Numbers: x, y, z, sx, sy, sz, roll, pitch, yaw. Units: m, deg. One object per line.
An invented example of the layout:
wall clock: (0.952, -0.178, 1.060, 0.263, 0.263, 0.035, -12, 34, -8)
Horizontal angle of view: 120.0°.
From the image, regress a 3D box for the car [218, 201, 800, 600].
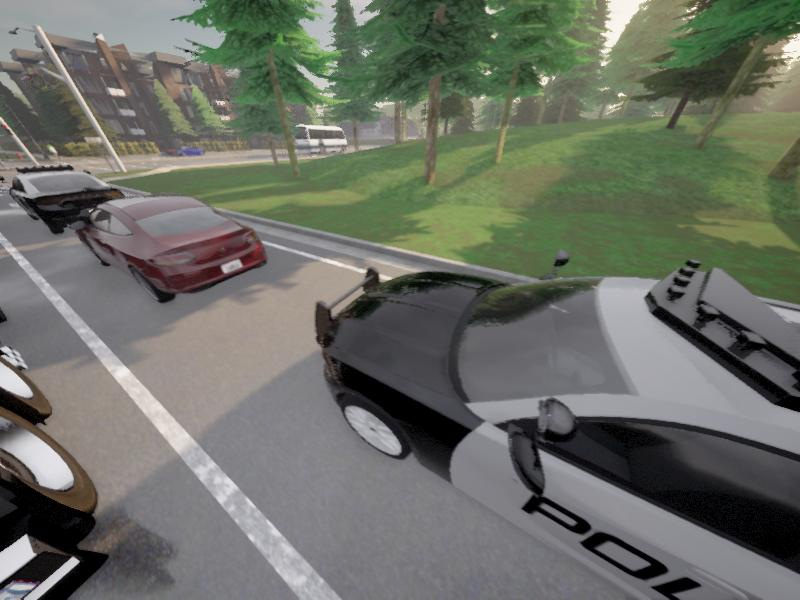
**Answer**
car: (1.523, 0.638, 1.630, 5.238, 1.638, 1.930, 18, 39, 24)

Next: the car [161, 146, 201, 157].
car: (-38.128, -25.985, 40.372, 1.895, 1.301, 4.718, 18, 39, 24)

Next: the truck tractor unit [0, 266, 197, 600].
truck tractor unit: (-5.124, -0.286, 0.784, 6.516, 4.208, 3.053, 18, 39, 24)

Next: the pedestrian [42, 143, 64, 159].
pedestrian: (-47.550, -20.433, 31.649, 0.751, 1.860, 0.751, 14, 38, 20)

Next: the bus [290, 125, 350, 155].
bus: (-14.417, -29.863, 43.178, 3.944, 4.253, 10.273, 18, 39, 24)

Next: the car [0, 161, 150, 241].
car: (-11.161, -3.527, 7.690, 5.238, 1.638, 1.930, 18, 39, 24)

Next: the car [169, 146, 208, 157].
car: (-35.270, -24.891, 38.626, 1.816, 1.474, 4.193, 18, 39, 24)

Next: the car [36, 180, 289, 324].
car: (-4.785, -1.348, 4.694, 4.674, 1.442, 1.812, 18, 39, 24)

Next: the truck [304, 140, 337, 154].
truck: (-16.061, -31.228, 47.026, 2.390, 2.098, 6.274, 18, 39, 24)
